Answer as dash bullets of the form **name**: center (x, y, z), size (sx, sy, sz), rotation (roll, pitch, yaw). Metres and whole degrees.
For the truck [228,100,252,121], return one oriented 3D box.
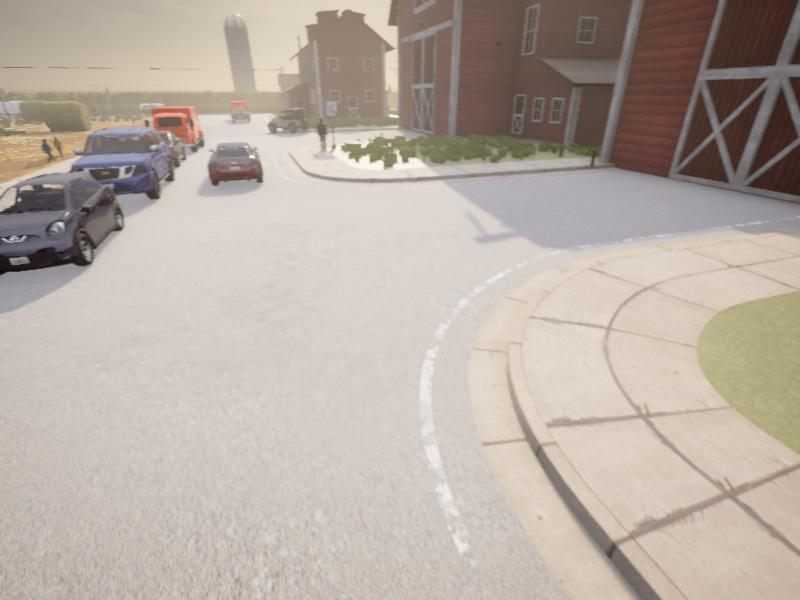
- **truck**: center (-22.998, -27.251, 57.522), size (2.627, 2.467, 5.204), rotation (-9, 29, -17)

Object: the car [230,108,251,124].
- **car**: center (-20.703, -23.913, 51.879), size (2.152, 1.651, 5.027), rotation (-9, 28, -17)

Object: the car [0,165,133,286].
- **car**: center (-7.377, -1.763, 8.509), size (1.845, 1.501, 3.633), rotation (-10, 28, -17)

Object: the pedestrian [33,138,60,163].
- **pedestrian**: center (-17.288, -7.315, 19.589), size (0.500, 1.100, 0.500), rotation (-2, 27, -4)

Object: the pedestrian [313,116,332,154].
- **pedestrian**: center (-4.297, -9.166, 22.189), size (0.751, 1.860, 0.751), rotation (-11, 29, -20)

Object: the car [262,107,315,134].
- **car**: center (-9.834, -15.823, 35.278), size (3.866, 1.878, 1.905), rotation (12, 35, 26)

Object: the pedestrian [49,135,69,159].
- **pedestrian**: center (-17.980, -8.074, 21.081), size (0.500, 1.100, 0.500), rotation (-20, 33, -33)

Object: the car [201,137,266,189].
- **car**: center (-6.818, -5.799, 16.574), size (1.994, 1.385, 4.181), rotation (-9, 28, -17)

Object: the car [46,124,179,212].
- **car**: center (-9.607, -4.893, 14.098), size (2.150, 2.045, 5.566), rotation (-9, 28, -17)

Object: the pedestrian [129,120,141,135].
- **pedestrian**: center (-22.382, -14.541, 33.779), size (0.500, 1.100, 0.500), rotation (-11, 29, -20)

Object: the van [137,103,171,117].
- **van**: center (-43.152, -33.393, 70.324), size (4.480, 2.038, 2.069), rotation (-9, 28, -16)

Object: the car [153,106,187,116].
- **car**: center (-42.435, -34.989, 73.919), size (4.974, 1.542, 2.038), rotation (-9, 28, -16)

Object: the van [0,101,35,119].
- **van**: center (-65.549, -31.794, 66.914), size (5.915, 2.561, 1.988), rotation (-9, 28, -16)

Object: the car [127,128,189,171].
- **car**: center (-11.802, -7.512, 19.787), size (1.789, 1.549, 3.705), rotation (-9, 28, -17)

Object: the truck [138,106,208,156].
- **truck**: center (-13.955, -10.711, 25.051), size (2.627, 2.467, 5.204), rotation (-9, 29, -17)
